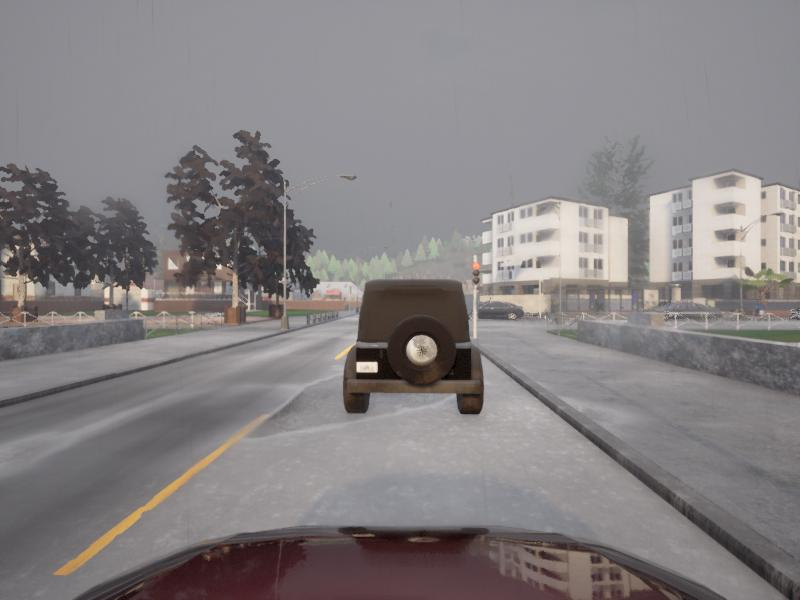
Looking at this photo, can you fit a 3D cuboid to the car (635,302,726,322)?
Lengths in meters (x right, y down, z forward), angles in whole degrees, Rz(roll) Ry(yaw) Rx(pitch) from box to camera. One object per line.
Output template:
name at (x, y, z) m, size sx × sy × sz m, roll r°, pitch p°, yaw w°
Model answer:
car at (20.858, 0.895, 29.909) m, size 5.357 × 1.411 × 2.033 m, roll 0°, pitch 0°, yaw 2°

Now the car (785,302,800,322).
car at (31.327, 0.853, 29.557) m, size 3.806 × 1.475 × 1.970 m, roll 0°, pitch 0°, yaw 2°

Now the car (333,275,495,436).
car at (0.220, 0.646, 6.640) m, size 1.905 × 1.878 × 3.866 m, roll 0°, pitch 0°, yaw 2°

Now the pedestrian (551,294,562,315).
pedestrian at (14.112, 0.417, 36.144) m, size 0.751 × 1.860 × 0.751 m, roll 0°, pitch 0°, yaw 2°

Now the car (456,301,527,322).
car at (6.809, 0.845, 30.197) m, size 4.892 × 1.490 × 1.837 m, roll 0°, pitch 0°, yaw -2°

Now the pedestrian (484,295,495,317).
pedestrian at (7.888, 0.524, 35.218) m, size 0.751 × 1.860 × 0.751 m, roll 0°, pitch 0°, yaw -10°
